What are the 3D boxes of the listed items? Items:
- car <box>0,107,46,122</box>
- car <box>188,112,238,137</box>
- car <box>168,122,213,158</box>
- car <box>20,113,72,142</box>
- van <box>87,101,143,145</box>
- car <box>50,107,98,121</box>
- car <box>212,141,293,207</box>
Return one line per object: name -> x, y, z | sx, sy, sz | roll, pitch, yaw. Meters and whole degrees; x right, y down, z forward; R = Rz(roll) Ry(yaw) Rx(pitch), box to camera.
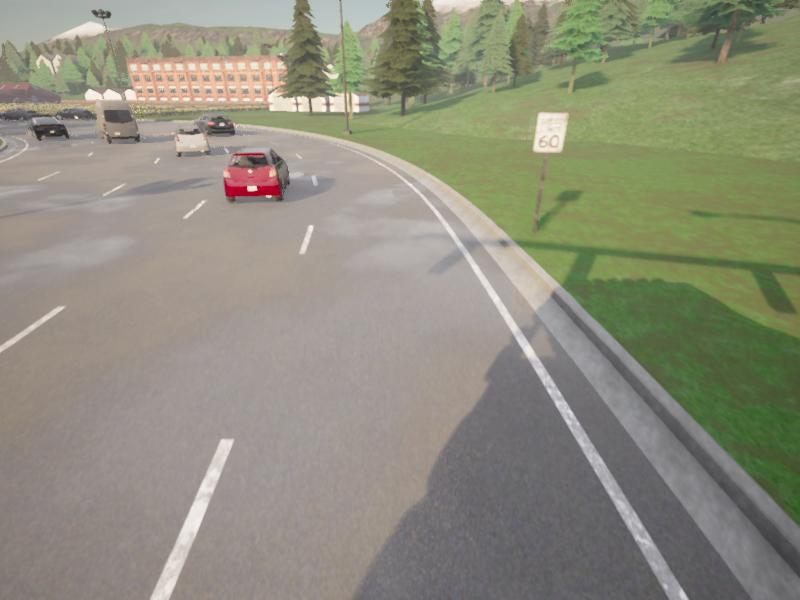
car -> -46.598, -22.702, 49.023 | 4.902, 1.511, 2.128 | 7, 28, 14
car -> -15.681, -14.750, 33.479 | 2.242, 1.667, 4.611 | -21, 34, -36
car -> -11.979, -9.199, 22.830 | 1.845, 1.501, 3.633 | -13, 30, -24
car -> -26.662, -13.036, 30.088 | 5.238, 1.638, 1.930 | 25, 35, 38
van -> -20.475, -12.786, 28.663 | 1.988, 2.561, 5.915 | -19, 33, -35
car -> -41.560, -23.725, 50.990 | 4.892, 1.490, 1.837 | 7, 28, 14
car -> -4.737, -4.355, 13.431 | 1.845, 1.501, 3.633 | -4, 28, -9
